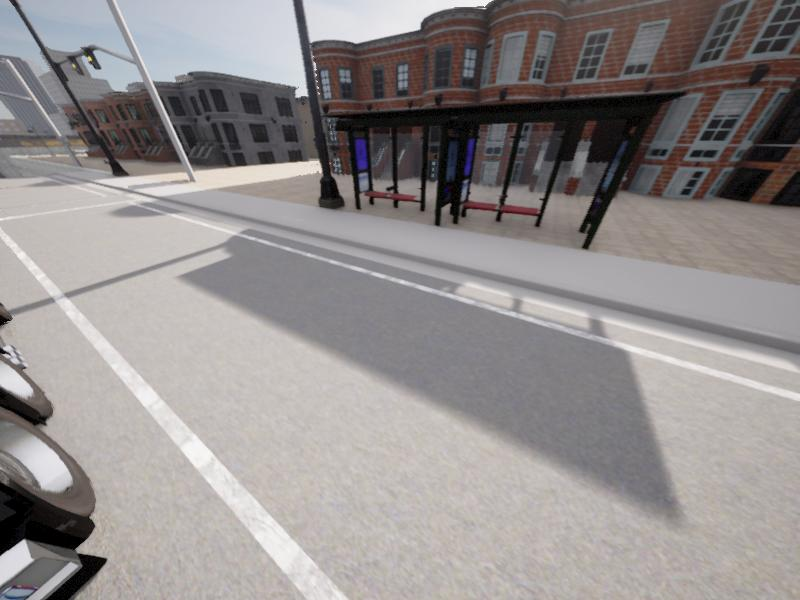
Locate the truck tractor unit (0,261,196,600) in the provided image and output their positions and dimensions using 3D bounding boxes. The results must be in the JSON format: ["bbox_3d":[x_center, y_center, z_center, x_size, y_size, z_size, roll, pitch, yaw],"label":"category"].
[{"bbox_3d":[-5.106,-0.306,0.790,6.516,4.208,3.053,19,39,24],"label":"truck tractor unit"}]
